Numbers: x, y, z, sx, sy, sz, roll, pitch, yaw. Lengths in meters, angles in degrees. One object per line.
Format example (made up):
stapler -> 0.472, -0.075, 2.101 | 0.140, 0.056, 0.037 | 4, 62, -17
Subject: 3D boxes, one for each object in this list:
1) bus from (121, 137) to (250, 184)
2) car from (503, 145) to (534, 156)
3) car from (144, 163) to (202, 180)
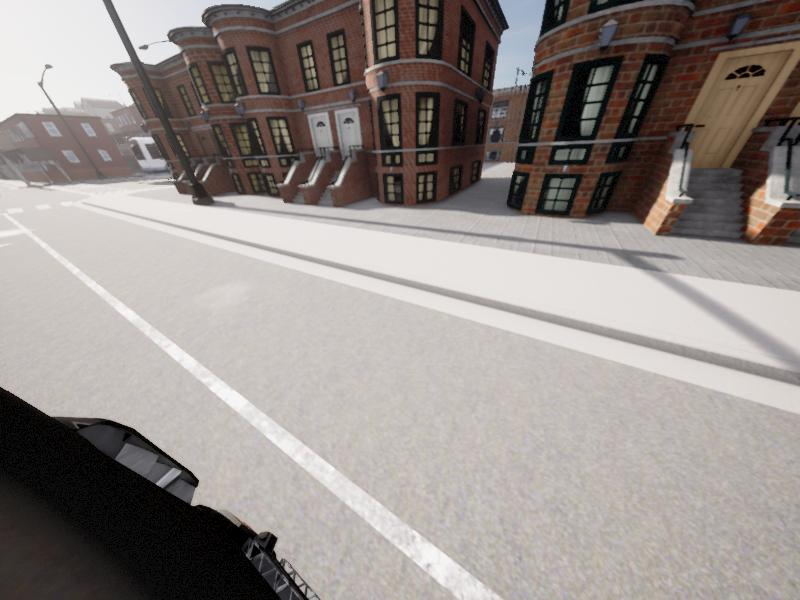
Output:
bus -> -25.561, -17.552, 28.698 | 3.944, 4.253, 10.273 | 16, 38, 26
car -> 21.674, -27.380, 42.320 | 4.674, 1.442, 1.812 | 16, 38, 26
car -> -31.510, -18.076, 32.332 | 1.930, 1.638, 5.238 | 16, 38, 26
